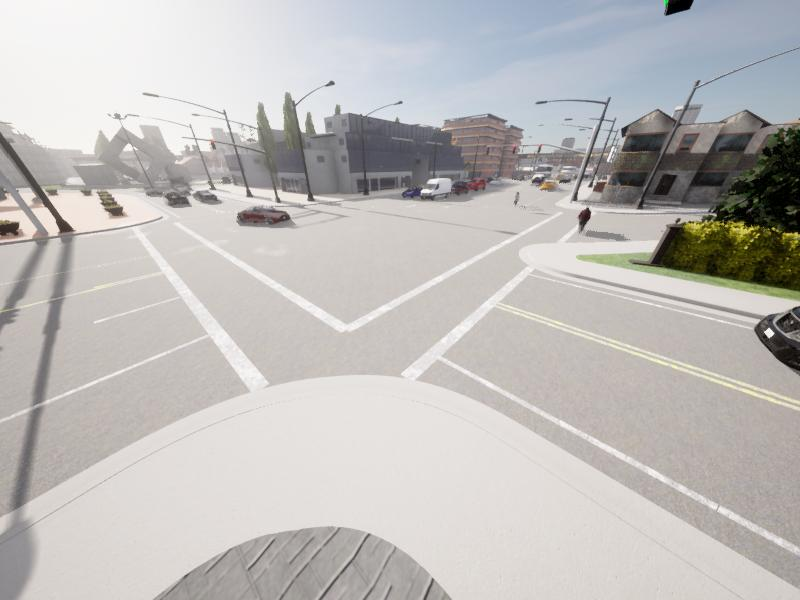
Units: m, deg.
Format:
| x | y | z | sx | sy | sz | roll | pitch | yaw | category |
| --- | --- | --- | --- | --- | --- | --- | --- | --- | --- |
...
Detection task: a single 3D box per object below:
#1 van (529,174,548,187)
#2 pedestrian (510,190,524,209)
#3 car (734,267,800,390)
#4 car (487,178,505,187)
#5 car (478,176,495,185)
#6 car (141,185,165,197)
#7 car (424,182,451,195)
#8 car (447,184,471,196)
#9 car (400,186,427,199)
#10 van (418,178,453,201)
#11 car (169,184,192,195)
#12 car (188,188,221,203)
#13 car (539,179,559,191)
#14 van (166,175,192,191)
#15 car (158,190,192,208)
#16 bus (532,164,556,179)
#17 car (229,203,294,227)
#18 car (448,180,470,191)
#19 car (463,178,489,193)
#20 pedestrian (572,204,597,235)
| x | y | z | sx | sy | sz | roll | pitch | yaw | category |
| --- | --- | --- | --- | --- | --- | --- | --- | --- | --- |
| 29.422 | -25.465 | 49.083 | 2.069 | 2.038 | 4.480 | 23 | 38 | 34 | van |
| 12.957 | -11.139 | 25.632 | 0.751 | 1.860 | 0.751 | 3 | 30 | 5 | pedestrian |
| 11.035 | 1.388 | 3.860 | 5.566 | 2.045 | 2.150 | 23 | 37 | 34 | car |
| 20.777 | -25.365 | 49.787 | 1.812 | 1.442 | 4.674 | 23 | 39 | 34 | car |
| 20.050 | -27.758 | 53.710 | 1.837 | 1.490 | 4.892 | 23 | 38 | 34 | car |
| -40.523 | -17.894 | 37.820 | 4.193 | 1.474 | 1.816 | 23 | 37 | 34 | car |
| 6.555 | -19.299 | 39.891 | 1.930 | 1.638 | 5.238 | 23 | 38 | 34 | car |
| 9.896 | -18.442 | 38.570 | 1.812 | 1.442 | 4.674 | 23 | 38 | 34 | car |
| 2.081 | -16.512 | 35.329 | 1.816 | 1.474 | 4.193 | 22 | 37 | 34 | car |
| 5.242 | -16.133 | 33.595 | 1.988 | 2.561 | 5.915 | 23 | 37 | 34 | van |
| -38.407 | -19.372 | 40.410 | 4.514 | 1.525 | 2.007 | 26 | 39 | 38 | car |
| -27.158 | -14.529 | 32.066 | 5.357 | 1.411 | 2.033 | 23 | 37 | 34 | car |
| 27.776 | -21.366 | 42.862 | 1.882 | 1.535 | 5.008 | 23 | 39 | 34 | car |
| -45.107 | -24.057 | 47.396 | 1.988 | 2.561 | 5.915 | -15 | 33 | -24 | van |
| -27.856 | -12.585 | 28.570 | 5.008 | 1.535 | 1.882 | 23 | 37 | 34 | car |
| 48.412 | -43.073 | 77.592 | 3.944 | 4.253 | 10.273 | 23 | 36 | 34 | bus |
| -11.579 | -7.215 | 19.477 | 4.181 | 1.385 | 1.994 | 6 | 31 | 11 | car |
| 11.452 | -22.316 | 44.949 | 1.882 | 1.535 | 5.008 | 23 | 38 | 34 | car |
| 14.110 | -21.390 | 42.838 | 2.150 | 2.045 | 5.566 | 23 | 38 | 34 | car |
| 12.813 | -5.595 | 16.087 | 0.751 | 1.860 | 0.751 | 19 | 35 | 29 | pedestrian |
